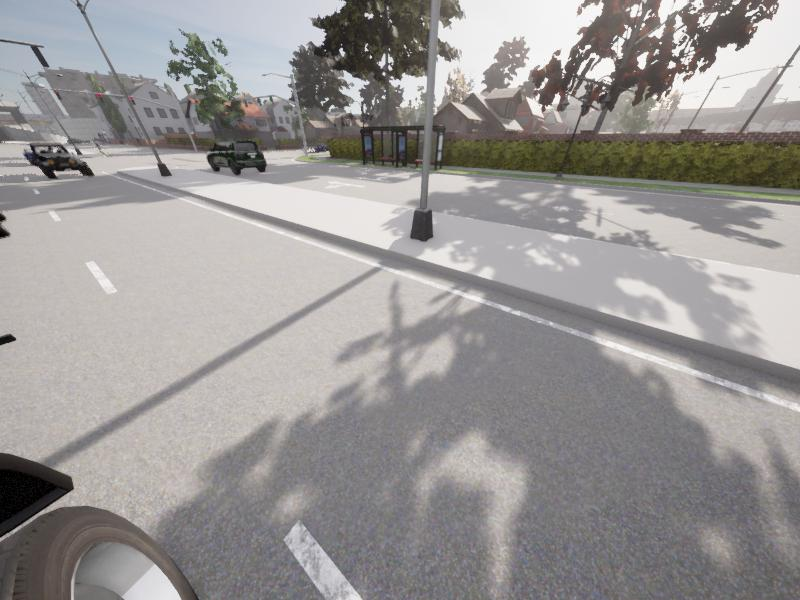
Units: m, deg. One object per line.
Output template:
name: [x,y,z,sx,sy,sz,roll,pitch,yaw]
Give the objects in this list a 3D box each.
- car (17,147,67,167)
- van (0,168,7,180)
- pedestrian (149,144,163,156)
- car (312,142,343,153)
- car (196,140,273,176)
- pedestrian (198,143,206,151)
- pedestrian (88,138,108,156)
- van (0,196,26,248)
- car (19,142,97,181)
car: [-33.467,-13.404,21.588,4.718,1.301,1.895,22,41,28]
van: [-26.987,-8.625,14.201,4.480,2.038,2.069,22,41,28]
pedestrian: [-34.254,-21.065,32.413,0.751,1.300,0.751,23,41,29]
car: [-12.773,-27.043,40.934,2.163,1.488,4.792,22,41,28]
car: [-12.444,-10.811,17.400,5.566,2.045,2.150,22,41,28]
pedestrian: [-33.949,-26.142,39.532,0.500,1.100,0.500,20,40,26]
pedestrian: [-37.871,-19.191,29.014,0.751,1.860,0.751,29,44,34]
van: [-12.020,-2.554,5.686,4.480,2.038,2.069,22,41,28]
car: [-22.026,-9.010,14.912,3.866,1.878,1.905,22,41,28]
